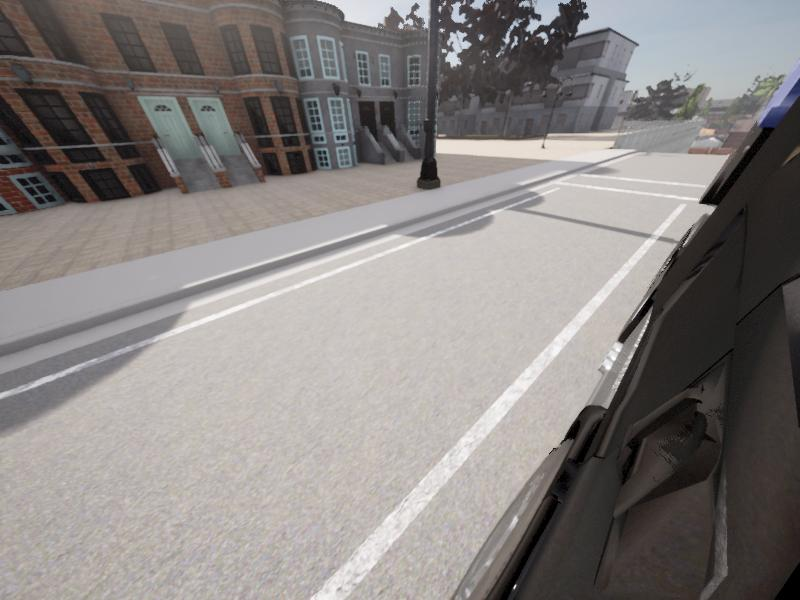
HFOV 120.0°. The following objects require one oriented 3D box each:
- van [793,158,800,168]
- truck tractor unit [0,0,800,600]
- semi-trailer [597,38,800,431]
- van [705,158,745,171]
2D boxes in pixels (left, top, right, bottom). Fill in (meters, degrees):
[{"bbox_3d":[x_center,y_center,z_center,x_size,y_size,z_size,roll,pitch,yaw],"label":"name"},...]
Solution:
[{"bbox_3d":[87.076,-28.883,48.306,2.069,2.038,4.480,-27,43,-29],"label":"van"},{"bbox_3d":[2.645,-0.295,0.352,6.516,4.208,3.053,-28,44,-30],"label":"truck tractor unit"},{"bbox_3d":[8.720,-3.591,4.206,14.254,4.402,2.717,-28,44,-30],"label":"semi-trailer"},{"bbox_3d":[70.655,-29.556,50.289,1.775,1.987,4.442,-27,43,-29],"label":"van"}]
